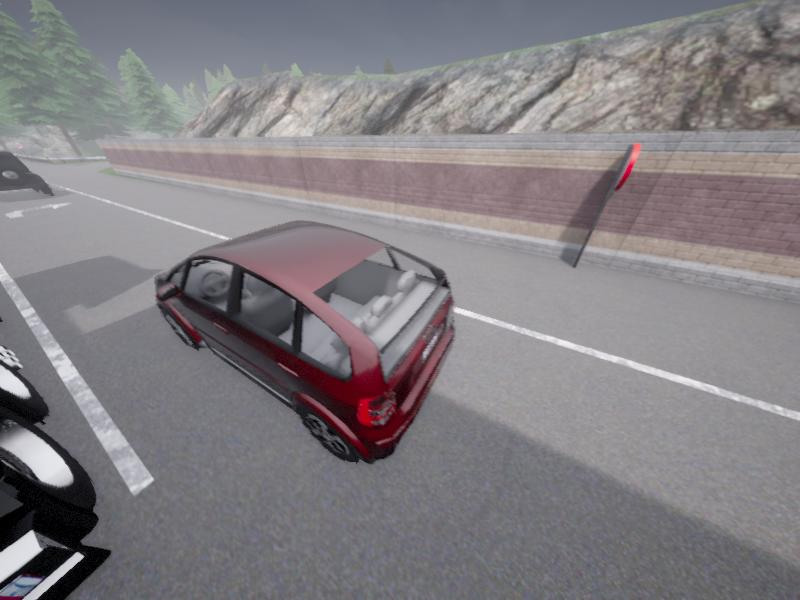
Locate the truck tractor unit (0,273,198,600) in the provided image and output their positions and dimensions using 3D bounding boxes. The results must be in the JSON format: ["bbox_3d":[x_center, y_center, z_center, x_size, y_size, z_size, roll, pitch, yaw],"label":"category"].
[{"bbox_3d":[-5.123,-0.290,0.754,6.516,4.208,3.053,18,39,23],"label":"truck tractor unit"}]

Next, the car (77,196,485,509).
[{"bbox_3d":[-1.270,-0.030,2.694,3.705,1.549,1.789,18,39,24],"label":"car"}]

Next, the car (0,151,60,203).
[{"bbox_3d":[-19.090,-5.991,11.089,3.866,1.878,1.905,17,39,25],"label":"car"}]
